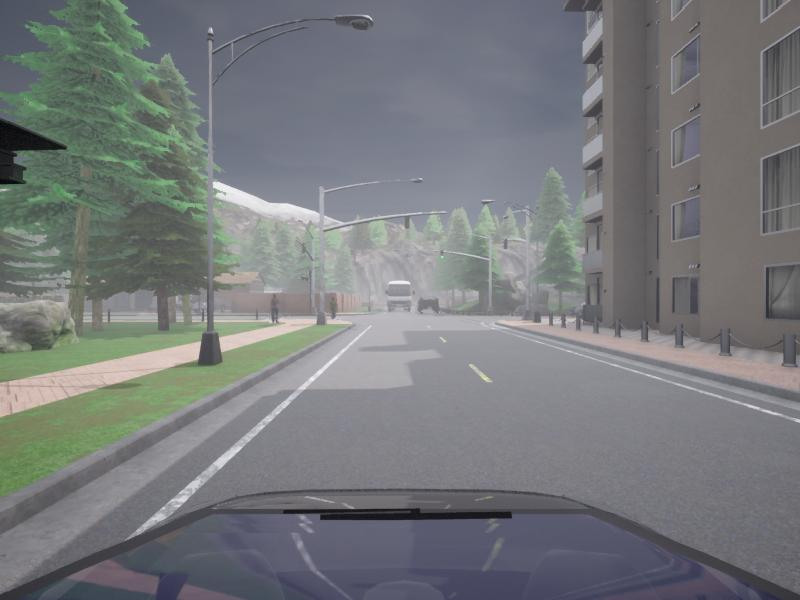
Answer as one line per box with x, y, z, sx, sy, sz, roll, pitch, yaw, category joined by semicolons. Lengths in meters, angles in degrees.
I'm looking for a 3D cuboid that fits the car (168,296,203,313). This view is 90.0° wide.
-24.091;0.505;45.073;1.905;1.878;3.866;0;0;-1;car

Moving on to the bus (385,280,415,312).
0.035;-0.534;57.845;3.944;4.253;10.273;0;0;0;bus

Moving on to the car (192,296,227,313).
-21.587;0.503;45.523;1.932;1.855;4.605;0;0;-1;car

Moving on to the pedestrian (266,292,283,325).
-7.066;0.484;22.589;0.751;1.860;0.751;0;0;0;pedestrian

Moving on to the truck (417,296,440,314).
3.427;0.542;49.200;2.390;2.098;6.274;0;0;0;truck

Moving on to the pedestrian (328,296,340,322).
-4.789;0.636;28.976;0.751;1.860;0.751;0;0;-16;pedestrian
